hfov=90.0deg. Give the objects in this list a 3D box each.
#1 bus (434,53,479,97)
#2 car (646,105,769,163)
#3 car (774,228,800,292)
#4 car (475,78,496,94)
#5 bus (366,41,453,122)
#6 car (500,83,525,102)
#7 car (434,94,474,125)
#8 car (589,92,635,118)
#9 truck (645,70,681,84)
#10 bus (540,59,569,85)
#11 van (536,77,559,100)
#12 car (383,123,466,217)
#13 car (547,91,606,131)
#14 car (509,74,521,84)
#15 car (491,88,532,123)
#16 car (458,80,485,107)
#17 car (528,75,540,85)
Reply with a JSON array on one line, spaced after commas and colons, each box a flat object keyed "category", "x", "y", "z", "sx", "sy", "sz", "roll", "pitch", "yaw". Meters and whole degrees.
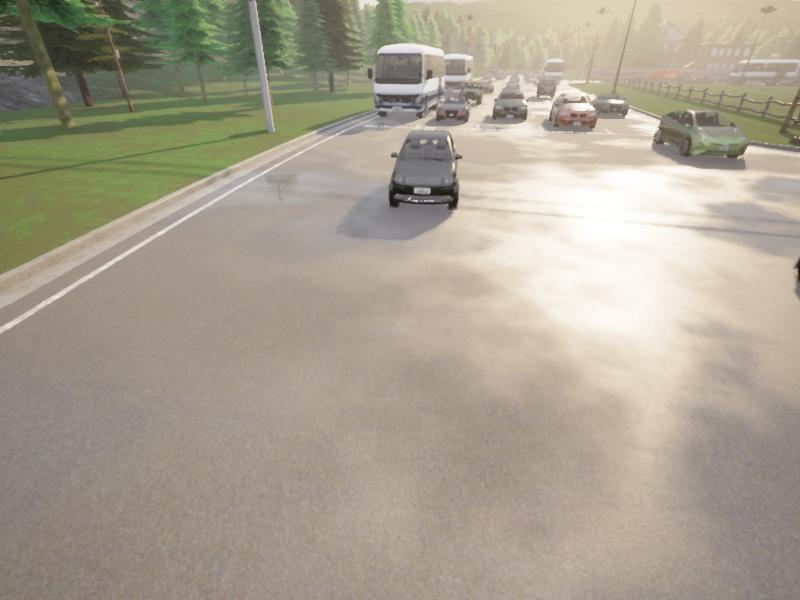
[{"category": "bus", "x": 7.145, "y": -27.921, "z": 49.521, "sx": 3.944, "sy": 4.253, "sz": 10.273, "roll": 7, "pitch": 31, "yaw": 12}, {"category": "car", "x": 12.162, "y": -6.885, "z": 16.317, "sx": 2.007, "sy": 1.525, "sz": 4.514, "roll": 5, "pitch": 31, "yaw": 8}, {"category": "car", "x": 7.134, "y": -0.041, "z": 4.645, "sx": 1.970, "sy": 1.475, "sz": 3.806, "roll": 2, "pitch": 30, "yaw": 3}, {"category": "car", "x": 11.028, "y": -27.583, "z": 51.526, "sx": 2.242, "sy": 1.667, "sz": 4.611, "roll": 7, "pitch": 31, "yaw": 12}, {"category": "bus", "x": 1.094, "y": -15.800, "z": 28.781, "sx": 3.944, "sy": 4.253, "sz": 10.273, "roll": 7, "pitch": 31, "yaw": 12}, {"category": "car", "x": 11.434, "y": -21.135, "z": 40.699, "sx": 2.163, "sy": 1.488, "sz": 4.792, "roll": 7, "pitch": 31, "yaw": 12}, {"category": "car", "x": 3.511, "y": -12.230, "z": 25.552, "sx": 1.994, "sy": 1.385, "sz": 4.181, "roll": 6, "pitch": 31, "yaw": 11}, {"category": "car", "x": 15.205, "y": -14.189, "z": 28.968, "sx": 1.994, "sy": 1.385, "sz": 4.181, "roll": 7, "pitch": 31, "yaw": 12}, {"category": "truck", "x": 53.315, "y": -45.278, "z": 81.206, "sx": 5.204, "sy": 2.467, "sz": 2.627, "roll": 7, "pitch": 31, "yaw": 12}, {"category": "bus", "x": 30.125, "y": -44.848, "z": 78.575, "sx": 3.944, "sy": 4.253, "sz": 10.273, "roll": 7, "pitch": 31, "yaw": 12}, {"category": "van", "x": 15.699, "y": -22.639, "z": 42.792, "sx": 1.775, "sy": 1.987, "sz": 4.442, "roll": 7, "pitch": 31, "yaw": 12}, {"category": "car", "x": 0.721, "y": -3.579, "z": 10.571, "sx": 1.789, "sy": 1.549, "sz": 3.705, "roll": 3, "pitch": 31, "yaw": 5}, {"category": "car", "x": 10.185, "y": -11.217, "z": 23.563, "sx": 2.242, "sy": 1.667, "sz": 4.611, "roll": 6, "pitch": 31, "yaw": 10}, {"category": "car", "x": 22.862, "y": -43.911, "z": 79.528, "sx": 2.033, "sy": 1.649, "sz": 4.856, "roll": 7, "pitch": 31, "yaw": 12}, {"category": "car", "x": 7.400, "y": -13.044, "z": 26.664, "sx": 2.242, "sy": 1.667, "sz": 4.611, "roll": 7, "pitch": 31, "yaw": 11}, {"category": "car", "x": 6.510, "y": -18.716, "z": 36.122, "sx": 1.905, "sy": 1.878, "sz": 3.866, "roll": 7, "pitch": 32, "yaw": 12}, {"category": "car", "x": 26.121, "y": -43.177, "z": 78.340, "sx": 1.801, "sy": 1.575, "sz": 5.366, "roll": 7, "pitch": 31, "yaw": 12}]
